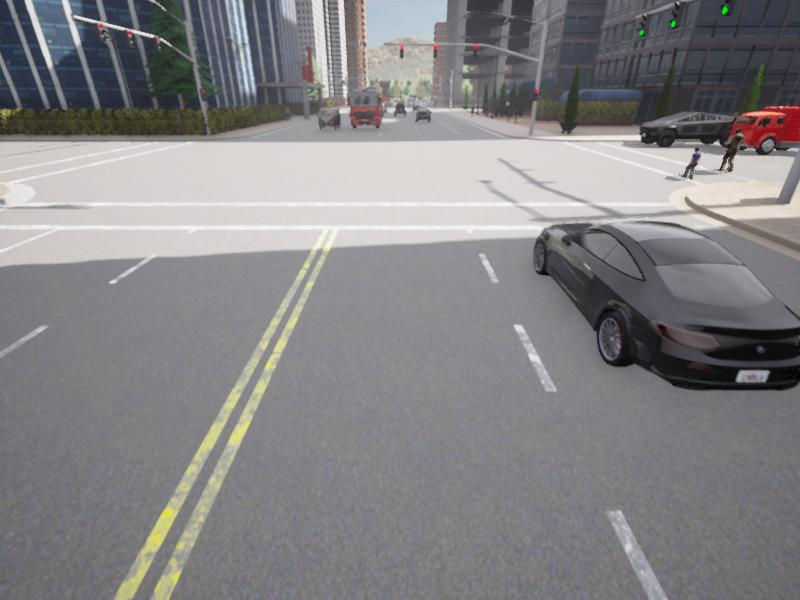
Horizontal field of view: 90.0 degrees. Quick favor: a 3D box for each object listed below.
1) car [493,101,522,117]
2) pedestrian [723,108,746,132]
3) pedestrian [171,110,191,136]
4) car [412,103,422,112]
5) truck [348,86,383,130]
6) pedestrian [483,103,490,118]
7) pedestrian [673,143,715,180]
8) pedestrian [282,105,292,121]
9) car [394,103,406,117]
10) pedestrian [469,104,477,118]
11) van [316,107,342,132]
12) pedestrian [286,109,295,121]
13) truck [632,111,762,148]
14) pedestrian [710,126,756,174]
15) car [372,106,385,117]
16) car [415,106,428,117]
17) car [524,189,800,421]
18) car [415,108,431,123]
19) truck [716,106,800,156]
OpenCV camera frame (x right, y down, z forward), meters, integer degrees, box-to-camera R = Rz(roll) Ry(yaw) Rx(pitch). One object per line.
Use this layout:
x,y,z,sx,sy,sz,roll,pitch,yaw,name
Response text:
16.660,-29.594,61.981,2.390,2.098,6.274,15,31,27,car
28.908,-15.531,34.584,0.751,1.860,0.751,-4,27,-8,pedestrian
-17.392,-14.051,31.762,0.751,1.860,0.751,0,27,0,pedestrian
3.554,-40.516,84.297,1.882,1.535,5.008,0,27,0,car
-3.481,-20.499,42.606,2.891,3.827,8.468,0,27,0,truck
12.451,-27.165,57.411,0.751,1.860,0.751,8,28,16,pedestrian
11.779,-5.556,16.060,0.751,1.300,0.751,0,27,-1,pedestrian
-14.146,-23.397,50.056,0.751,1.860,0.751,-1,27,-1,pedestrian
0.042,-31.219,65.732,1.905,1.878,3.866,0,27,0,car
10.242,-26.537,56.183,0.751,1.860,0.751,-2,27,-4,pedestrian
-6.977,-17.978,39.684,1.775,1.987,4.442,0,27,0,van
-13.944,-23.512,50.895,0.751,1.300,0.751,3,27,5,pedestrian
19.343,-11.265,26.406,6.274,2.098,2.390,0,27,1,truck
14.336,-6.495,17.284,0.751,1.860,0.751,3,27,5,pedestrian
-3.461,-30.415,64.494,1.845,1.501,3.633,0,27,0,car
3.541,-31.268,66.353,1.970,1.475,3.806,0,27,0,car
3.501,-0.437,5.943,1.812,1.442,4.674,0,27,0,car
3.113,-24.388,52.774,1.837,1.490,4.892,3,27,5,car
22.248,-9.816,23.165,5.204,2.467,2.627,0,27,0,truck
